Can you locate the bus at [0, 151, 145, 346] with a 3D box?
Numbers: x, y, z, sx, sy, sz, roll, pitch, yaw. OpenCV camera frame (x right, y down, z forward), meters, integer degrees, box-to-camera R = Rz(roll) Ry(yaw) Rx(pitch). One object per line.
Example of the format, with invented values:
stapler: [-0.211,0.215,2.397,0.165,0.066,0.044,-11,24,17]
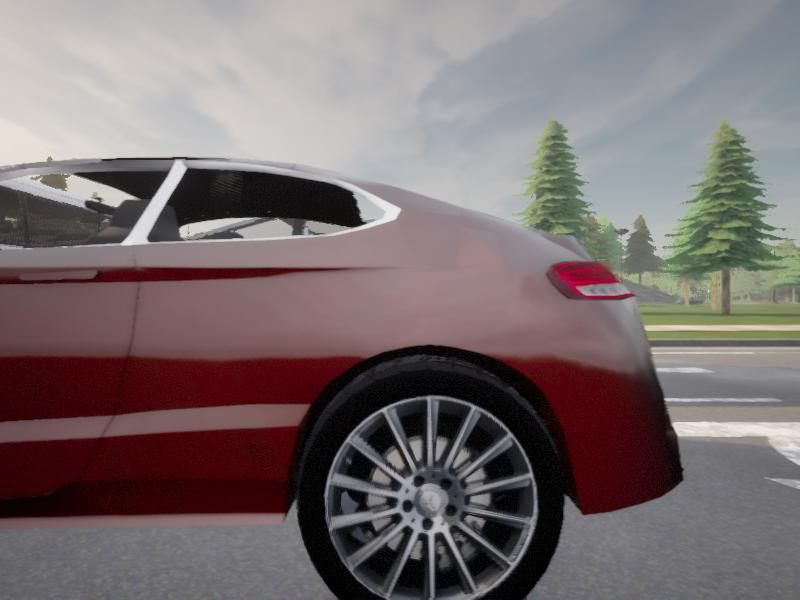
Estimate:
bus: [-10.703,-1.121,8.616,3.944,4.253,10.273,0,0,-1]

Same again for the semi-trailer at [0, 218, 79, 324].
semi-trailer: [-18.501,-1.200,13.177,2.717,4.402,14.254,0,0,8]

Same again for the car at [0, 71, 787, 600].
car: [-1.425,0.183,2.202,5.027,1.651,2.152,0,0,0]

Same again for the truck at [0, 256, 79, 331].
truck: [-14.437,-0.227,13.712,2.627,2.467,5.204,0,0,1]

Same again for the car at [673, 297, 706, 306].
car: [50.763,0.250,70.199,5.027,1.651,2.152,0,0,-17]

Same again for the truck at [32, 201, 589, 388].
truck: [-1.014,-0.056,5.702,6.274,2.098,2.390,0,0,0]
